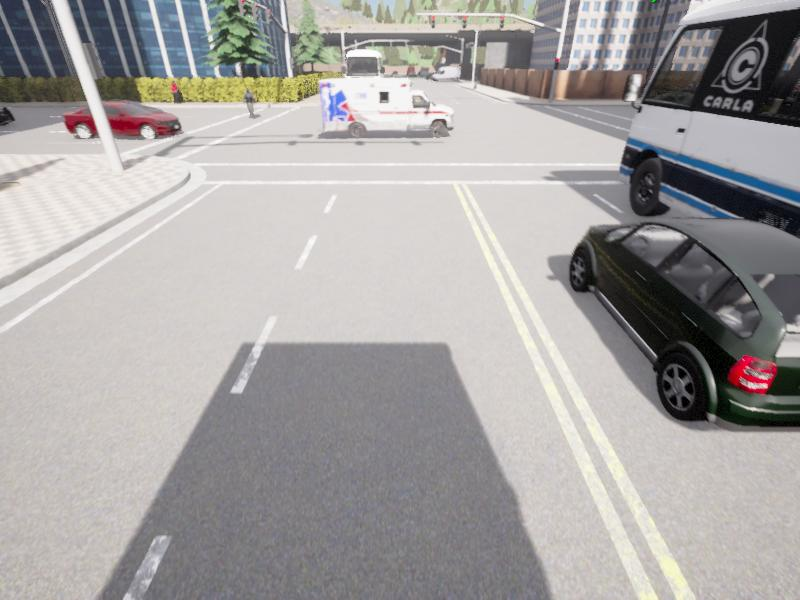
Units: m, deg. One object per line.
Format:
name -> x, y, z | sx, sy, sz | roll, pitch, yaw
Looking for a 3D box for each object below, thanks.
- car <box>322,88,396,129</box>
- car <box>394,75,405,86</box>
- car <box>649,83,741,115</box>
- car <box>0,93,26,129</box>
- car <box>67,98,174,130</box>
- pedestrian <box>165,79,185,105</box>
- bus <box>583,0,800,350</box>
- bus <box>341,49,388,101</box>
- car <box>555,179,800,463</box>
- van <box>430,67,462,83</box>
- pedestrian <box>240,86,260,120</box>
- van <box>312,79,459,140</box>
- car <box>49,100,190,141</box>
car -> -2.138, -10.589, 22.093 | 3.866, 1.878, 1.905 | 0, 30, -1
car -> -0.018, -37.733, 68.687 | 1.812, 1.442, 4.674 | 0, 31, 0
car -> 20.720, -14.232, 28.305 | 4.605, 1.855, 1.932 | 1, 30, 2
car -> -24.323, -10.357, 21.948 | 5.238, 1.638, 1.930 | 0, 30, 0
car -> -15.268, -10.277, 22.078 | 4.181, 1.385, 1.994 | 0, 30, -1
pedestrian -> -18.483, -17.134, 32.908 | 0.751, 1.860, 0.751 | 2, 31, 3
bus -> 6.879, -2.039, 5.227 | 3.944, 4.253, 10.273 | 0, 30, 0
bus -> -3.391, -23.449, 41.636 | 3.944, 4.253, 10.273 | 0, 30, 0
car -> 3.500, -0.177, 4.722 | 1.789, 1.549, 3.705 | 0, 31, 0
van -> 8.962, -44.260, 78.577 | 5.915, 2.561, 1.988 | -11, 32, -18
pedestrian -> -9.392, -12.356, 25.083 | 0.751, 1.860, 0.751 | -5, 31, -8
van -> -0.634, -9.056, 18.959 | 6.366, 2.431, 2.351 | 0, 30, -1
car -> -13.037, -8.483, 18.862 | 5.008, 1.535, 1.882 | 2, 30, 3
